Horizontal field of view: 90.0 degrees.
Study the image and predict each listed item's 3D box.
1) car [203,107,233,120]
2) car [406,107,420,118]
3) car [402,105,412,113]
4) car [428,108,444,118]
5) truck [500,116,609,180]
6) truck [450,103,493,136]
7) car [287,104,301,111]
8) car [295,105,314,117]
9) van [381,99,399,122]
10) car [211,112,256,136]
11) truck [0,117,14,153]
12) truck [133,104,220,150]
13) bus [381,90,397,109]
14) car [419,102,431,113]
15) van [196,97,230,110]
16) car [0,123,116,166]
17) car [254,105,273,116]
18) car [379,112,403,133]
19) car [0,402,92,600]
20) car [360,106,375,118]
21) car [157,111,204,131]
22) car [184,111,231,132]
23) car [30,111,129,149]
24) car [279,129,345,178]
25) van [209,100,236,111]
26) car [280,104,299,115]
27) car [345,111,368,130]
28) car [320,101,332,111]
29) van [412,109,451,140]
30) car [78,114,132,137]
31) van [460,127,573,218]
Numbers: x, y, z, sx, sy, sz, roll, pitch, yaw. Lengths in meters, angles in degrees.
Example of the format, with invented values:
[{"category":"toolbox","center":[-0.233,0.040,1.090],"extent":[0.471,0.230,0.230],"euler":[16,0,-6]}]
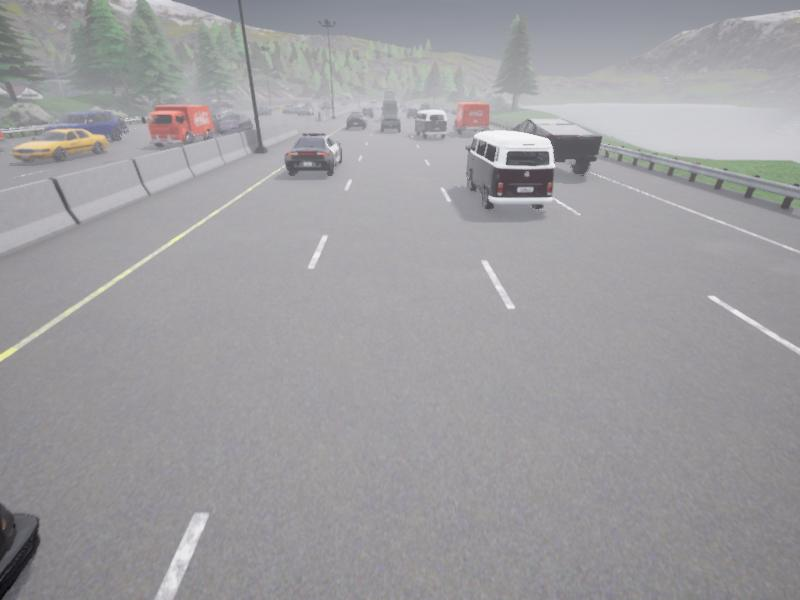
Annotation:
[{"category":"car","center":[-25.914,-26.724,57.176],"extent":[2.038,1.542,4.974],"euler":[-1,27,-1]},{"category":"car","center":[1.976,-28.807,61.422],"extent":[1.816,1.474,4.193],"euler":[-1,27,-1]},{"category":"car","center":[1.412,-38.976,81.508],"extent":[1.895,1.301,4.718],"euler":[-1,27,-1]},{"category":"car","center":[5.478,-28.717,61.447],"extent":[1.895,1.301,4.718],"euler":[-1,27,-1]},{"category":"truck","center":[6.684,-7.192,18.450],"extent":[2.390,2.098,6.274],"euler":[-1,27,-1]},{"category":"truck","center":[6.204,-16.055,35.378],"extent":[2.627,2.467,5.204],"euler":[-1,27,-1]},{"category":"car","center":[-23.278,-42.297,87.966],"extent":[1.895,1.301,4.718],"euler":[-1,27,-1]},{"category":"car","center":[-15.664,-31.316,66.179],"extent":[2.038,1.542,4.974],"euler":[-1,27,-1]},{"category":"van","center":[-1.390,-25.370,53.525],"extent":[1.988,2.561,5.915],"euler":[-2,27,-4]},{"category":"car","center":[-14.820,-15.913,35.998],"extent":[2.033,1.649,4.856],"euler":[-1,27,-1]},{"category":"truck","center":[-24.923,-9.053,21.629],"extent":[2.627,2.467,5.204],"euler":[-1,27,-1]},{"category":"truck","center":[-14.557,-11.583,26.594],"extent":[2.627,2.467,5.204],"euler":[0,27,-1]},{"category":"bus","center":[-2.872,-52.326,104.378],"extent":[3.944,4.253,10.273],"euler":[-1,27,-1]},{"category":"car","center":[4.960,-38.390,79.742],"extent":[1.932,1.855,4.605],"euler":[-1,27,-1]},{"category":"van","center":[-40.585,-42.662,86.821],"extent":[5.915,2.561,1.988],"euler":[-1,27,-2]},{"category":"car","center":[-17.903,-8.362,21.270],"extent":[1.801,1.575,5.366],"euler":[-1,27,-1]},{"category":"car","center":[-22.505,-31.252,66.067],"extent":[1.845,1.501,3.633],"euler":[-1,27,-1]},{"category":"car","center":[-0.887,-17.262,38.791],"extent":[2.128,1.511,4.902],"euler":[-1,27,-1]},{"category":"car","center":[-3.280,2.470,0.302],"extent":[2.033,1.411,5.357],"euler":[-1,27,-1]},{"category":"car","center":[-5.045,-29.143,62.068],"extent":[2.007,1.525,4.514],"euler":[-1,27,-1]},{"category":"car","center":[-21.953,-18.083,40.284],"extent":[1.801,1.575,5.366],"euler":[-1,27,-1]},{"category":"car","center":[-18.389,-17.200,38.465],"extent":[2.242,1.667,4.611],"euler":[-1,27,-1]},{"category":"car","center":[-21.583,-11.769,27.424],"extent":[2.150,2.045,5.566],"euler":[-1,27,-1]},{"category":"car","center":[-3.812,-6.830,18.350],"extent":[2.038,1.542,4.974],"euler":[-1,27,-1]},{"category":"van","center":[-37.117,-40.868,83.917],"extent":[4.480,2.038,2.069],"euler":[-1,27,-2]},{"category":"car","center":[-19.948,-34.522,72.506],"extent":[2.242,1.667,4.611],"euler":[-1,27,-1]},{"category":"car","center":[-4.476,-18.854,41.878],"extent":[2.038,1.542,4.974],"euler":[-1,27,-1]},{"category":"car","center":[-16.282,-42.638,88.026],"extent":[1.905,1.878,3.866],"euler":[-1,27,-1]},{"category":"van","center":[2.437,-14.217,32.247],"extent":[2.069,2.038,4.480],"euler":[-5,27,-9]},{"category":"car","center":[-25.277,-15.086,34.441],"extent":[1.789,1.549,3.705],"euler":[-1,27,-1]},{"category":"van","center":[3.348,-4.215,12.683],"extent":[2.069,2.038,4.480],"euler":[-1,27,-1]}]
